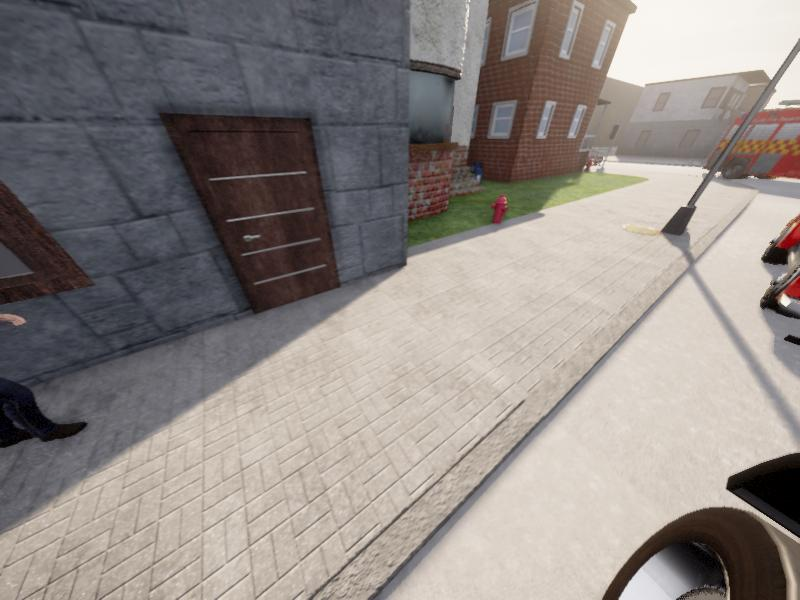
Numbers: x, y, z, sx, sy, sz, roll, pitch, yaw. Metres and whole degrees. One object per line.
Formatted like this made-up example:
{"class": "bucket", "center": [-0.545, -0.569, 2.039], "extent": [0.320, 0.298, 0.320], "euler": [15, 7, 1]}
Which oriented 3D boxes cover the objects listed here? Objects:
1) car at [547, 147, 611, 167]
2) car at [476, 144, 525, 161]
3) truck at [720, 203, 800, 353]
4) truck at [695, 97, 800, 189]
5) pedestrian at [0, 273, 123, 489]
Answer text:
{"class": "car", "center": [16.838, -13.655, 21.955], "extent": [1.994, 1.385, 4.181], "euler": [-22, 40, -27]}
{"class": "car", "center": [11.920, -17.836, 27.769], "extent": [1.882, 1.535, 5.008], "euler": [-22, 40, -27]}
{"class": "truck", "center": [7.608, -0.912, 2.981], "extent": [5.204, 2.467, 2.627], "euler": [-22, 41, -27]}
{"class": "truck", "center": [21.601, -7.630, 11.249], "extent": [2.891, 3.827, 8.468], "euler": [1, 35, 0]}
{"class": "pedestrian", "center": [-3.051, 0.410, 1.498], "extent": [0.751, 1.860, 0.751], "euler": [-22, 40, -27]}
